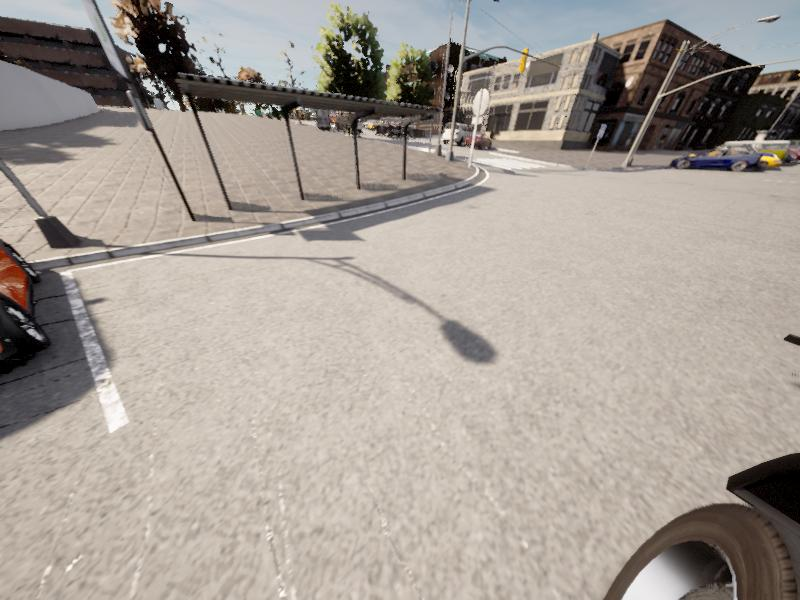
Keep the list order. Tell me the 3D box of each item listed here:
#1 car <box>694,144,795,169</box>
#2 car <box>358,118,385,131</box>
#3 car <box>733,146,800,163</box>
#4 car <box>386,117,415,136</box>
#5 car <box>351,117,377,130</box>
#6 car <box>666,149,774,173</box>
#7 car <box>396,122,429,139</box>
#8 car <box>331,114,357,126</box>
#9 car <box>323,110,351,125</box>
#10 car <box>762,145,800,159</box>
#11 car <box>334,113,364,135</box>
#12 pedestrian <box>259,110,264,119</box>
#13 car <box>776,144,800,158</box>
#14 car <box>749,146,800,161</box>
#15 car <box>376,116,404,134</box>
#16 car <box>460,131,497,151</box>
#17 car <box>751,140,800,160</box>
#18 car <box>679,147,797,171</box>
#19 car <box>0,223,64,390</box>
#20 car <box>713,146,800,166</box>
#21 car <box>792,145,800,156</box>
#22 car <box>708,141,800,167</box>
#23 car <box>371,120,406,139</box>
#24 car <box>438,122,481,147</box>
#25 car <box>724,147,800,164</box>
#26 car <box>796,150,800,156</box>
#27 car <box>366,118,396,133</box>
[{"bbox_3d":[30.958,-13.206,21.117,4.553,1.767,2.185,26,42,33],"label":"car"},{"bbox_3d":[-4.887,-30.575,40.347,2.002,1.452,4.674,27,42,25],"label":"car"},{"bbox_3d":[41.648,-16.303,25.851,4.674,1.452,2.002,27,42,34],"label":"car"},{"bbox_3d":[0.139,-25.777,34.433,1.878,1.987,4.442,28,42,25],"label":"car"},{"bbox_3d":[-6.594,-32.222,42.230,2.002,1.452,4.674,27,42,25],"label":"car"},{"bbox_3d":[25.651,-11.486,18.930,4.792,1.488,2.163,25,42,33],"label":"car"},{"bbox_3d":[1.865,-24.002,32.760,2.231,1.521,4.892,27,42,25],"label":"car"},{"bbox_3d":[-11.591,-37.265,47.958,1.946,1.575,5.366,27,42,25],"label":"car"},{"bbox_3d":[-13.409,-39.001,49.533,2.435,2.045,5.566,27,42,24],"label":"car"},{"bbox_3d":[52.447,-19.438,30.280,5.008,1.535,2.097,28,43,35],"label":"car"},{"bbox_3d":[-6.601,-22.639,29.691,1.932,1.855,4.605,-20,44,-29],"label":"car"},{"bbox_3d":[-24.058,-32.200,40.089,0.500,1.100,0.500,-17,38,-26],"label":"pedestrian"},{"bbox_3d":[57.896,-20.926,32.413,5.008,1.535,2.097,28,44,36],"label":"car"},{"bbox_3d":[47.030,-17.867,28.095,4.674,1.452,2.002,27,43,35],"label":"car"},{"bbox_3d":[-1.554,-27.428,36.324,1.878,1.987,4.442,28,42,25],"label":"car"},{"bbox_3d":[8.624,-17.381,25.240,2.002,1.452,4.674,27,42,25],"label":"car"},{"bbox_3d":[49.758,-18.874,29.029,5.566,2.045,2.435,28,43,35],"label":"car"},{"bbox_3d":[28.478,-12.192,19.869,5.366,1.575,1.946,25,42,33],"label":"car"},{"bbox_3d":[-6.672,-0.174,2.765,4.553,1.767,2.185,22,40,29],"label":"car"},{"bbox_3d":[36.294,-14.733,23.530,4.892,1.521,2.231,26,42,34],"label":"car"},{"bbox_3d":[63.387,-22.479,34.420,4.553,1.767,2.185,29,44,36],"label":"car"},{"bbox_3d":[33.722,-14.061,22.165,4.442,1.987,1.878,26,42,33],"label":"car"},{"bbox_3d":[-1.576,-21.572,29.251,2.128,1.511,4.902,-20,45,-29],"label":"car"},{"bbox_3d":[6.969,-19.270,26.966,2.435,2.045,5.566,27,42,25],"label":"car"},{"bbox_3d":[38.969,-15.501,24.699,4.674,1.452,2.002,26,43,34],"label":"car"},{"bbox_3d":[66.130,-23.097,35.527,2.231,1.521,4.892,-29,43,-35],"label":"car"},{"bbox_3d":[-3.089,-29.043,38.555,1.946,1.575,5.366,27,42,25],"label":"car"}]
